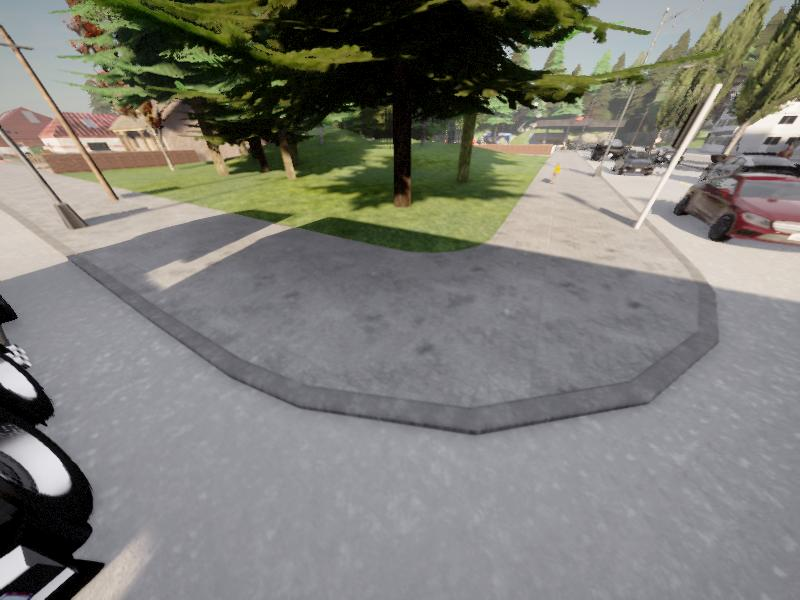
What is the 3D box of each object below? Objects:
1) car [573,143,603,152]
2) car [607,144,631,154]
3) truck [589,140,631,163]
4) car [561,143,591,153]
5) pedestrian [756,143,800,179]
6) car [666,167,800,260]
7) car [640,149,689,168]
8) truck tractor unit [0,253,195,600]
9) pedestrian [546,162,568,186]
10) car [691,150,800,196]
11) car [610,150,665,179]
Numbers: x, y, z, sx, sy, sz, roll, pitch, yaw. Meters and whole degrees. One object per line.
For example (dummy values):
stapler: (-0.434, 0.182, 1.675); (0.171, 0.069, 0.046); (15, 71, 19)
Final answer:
car: (43.299, -35.410, 53.444); (1.930, 1.638, 5.238); (-8, 36, -11)
car: (38.834, -26.929, 41.131); (2.033, 1.411, 5.357); (18, 39, 24)
truck: (24.911, -17.931, 27.707); (2.390, 2.098, 6.274); (18, 39, 24)
car: (39.584, -34.346, 52.211); (2.152, 1.651, 5.027); (-8, 36, -11)
pedestrian: (23.604, -8.665, 14.393); (0.751, 1.860, 0.751); (-23, 41, -29)
car: (9.970, -2.731, 6.574); (1.812, 1.442, 4.674); (18, 39, 25)
car: (26.113, -14.202, 23.044); (1.895, 1.301, 4.718); (18, 39, 24)
truck tractor unit: (-5.091, -0.320, 0.803); (6.516, 4.208, 3.053); (19, 39, 25)
pedestrian: (8.659, -7.003, 12.799); (0.500, 1.100, 0.500); (-16, 38, -21)
car: (18.894, -7.125, 12.638); (1.930, 1.638, 5.238); (18, 38, 24)
car: (17.416, -10.195, 17.205); (1.816, 1.474, 4.193); (18, 39, 24)
